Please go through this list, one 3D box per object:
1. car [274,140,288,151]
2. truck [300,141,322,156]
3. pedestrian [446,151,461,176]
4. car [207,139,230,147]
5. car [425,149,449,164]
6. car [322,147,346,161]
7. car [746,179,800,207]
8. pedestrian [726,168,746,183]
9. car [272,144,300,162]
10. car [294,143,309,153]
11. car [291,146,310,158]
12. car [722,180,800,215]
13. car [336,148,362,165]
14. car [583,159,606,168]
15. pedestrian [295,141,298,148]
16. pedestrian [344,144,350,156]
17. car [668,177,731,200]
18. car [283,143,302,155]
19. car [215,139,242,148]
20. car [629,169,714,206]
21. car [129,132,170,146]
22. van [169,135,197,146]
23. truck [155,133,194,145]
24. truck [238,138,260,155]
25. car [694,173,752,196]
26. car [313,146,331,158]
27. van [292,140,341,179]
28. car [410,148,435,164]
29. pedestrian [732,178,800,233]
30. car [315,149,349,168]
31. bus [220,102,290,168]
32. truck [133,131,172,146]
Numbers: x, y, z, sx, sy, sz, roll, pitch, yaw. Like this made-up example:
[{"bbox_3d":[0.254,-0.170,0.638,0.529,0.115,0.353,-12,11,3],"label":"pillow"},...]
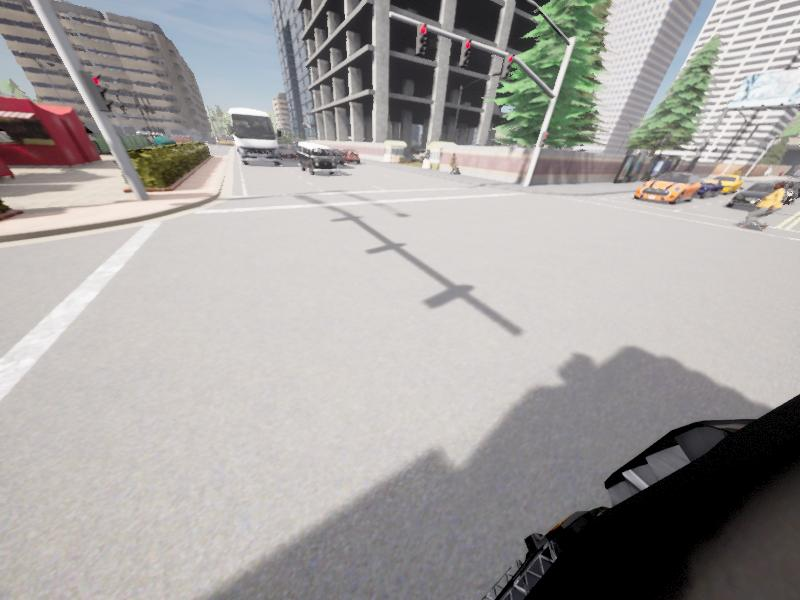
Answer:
[{"bbox_3d":[-27.517,-35.572,53.181,1.932,1.855,4.605,-16,38,-26],"label":"car"},{"bbox_3d":[-17.196,-29.203,44.502,2.390,2.098,6.274,-16,38,-26],"label":"truck"},{"bbox_3d":[4.807,-12.356,20.925,0.751,1.860,0.751,-8,35,-16],"label":"pedestrian"},{"bbox_3d":[-48.781,-42.177,61.988,4.514,1.525,2.007,-20,40,-30],"label":"car"},{"bbox_3d":[6.063,-23.819,38.358,1.905,1.878,3.866,-16,38,-26],"label":"car"},{"bbox_3d":[-9.906,-21.749,34.412,1.882,1.535,5.008,-16,38,-26],"label":"car"},{"bbox_3d":[28.854,-8.203,17.510,4.892,1.490,1.837,-16,38,-26],"label":"car"},{"bbox_3d":[48.953,-18.200,33.670,0.751,1.860,0.751,-14,37,-24],"label":"pedestrian"},{"bbox_3d":[-14.501,-18.658,29.276,2.152,1.651,5.027,-16,38,-26],"label":"car"},{"bbox_3d":[-21.751,-33.502,50.997,1.930,1.638,5.238,-16,38,-26],"label":"car"},{"bbox_3d":[-16.197,-24.058,37.496,1.994,1.385,4.181,-16,38,-26],"label":"car"},{"bbox_3d":[22.611,-6.467,14.351,4.892,1.490,1.837,-16,38,-26],"label":"car"},{"bbox_3d":[-6.578,-18.499,29.741,1.851,1.617,3.988,-16,38,-26],"label":"car"},{"bbox_3d":[57.055,-40.173,67.870,2.097,1.767,4.553,-15,38,-26],"label":"car"},{"bbox_3d":[-36.680,-55.172,81.834,0.751,1.860,0.751,-14,37,-25],"label":"pedestrian"},{"bbox_3d":[-10.026,-28.446,43.883,0.751,1.860,0.751,-16,38,-26],"label":"pedestrian"},{"bbox_3d":[23.905,-8.979,18.428,4.718,1.301,1.895,-16,38,-26],"label":"car"},{"bbox_3d":[-19.827,-27.754,42.520,2.152,1.651,5.027,-16,38,-26],"label":"car"},{"bbox_3d":[-44.785,-41.073,60.592,5.366,1.575,1.801,-16,38,-26],"label":"car"},{"bbox_3d":[17.851,-7.501,15.224,4.553,1.767,2.097,-15,38,-26],"label":"car"},{"bbox_3d":[-46.573,-29.947,43.086,4.605,1.855,1.932,-16,38,-26],"label":"car"},{"bbox_3d":[-52.804,-39.005,56.375,4.442,1.987,1.775,-16,38,-26],"label":"van"},{"bbox_3d":[-56.334,-40.298,57.911,6.274,2.098,2.390,-16,38,-26],"label":"truck"},{"bbox_3d":[-24.531,-24.939,37.438,2.390,2.098,6.274,-16,38,-26],"label":"truck"},{"bbox_3d":[29.915,-10.746,21.395,5.008,1.535,1.882,-16,38,-26],"label":"car"},{"bbox_3d":[-13.304,-25.121,39.182,1.789,1.549,3.705,-16,38,-26],"label":"car"},{"bbox_3d":[-6.565,-10.974,17.979,2.069,2.038,4.480,-19,42,-30],"label":"van"},{"bbox_3d":[3.517,-23.110,37.067,1.905,1.878,3.866,-16,38,-26],"label":"car"},{"bbox_3d":[14.425,-3.698,9.069,0.751,1.860,0.751,-19,39,-30],"label":"pedestrian"},{"bbox_3d":[-7.567,-15.584,25.347,2.128,1.511,4.902,-16,38,-26],"label":"car"},{"bbox_3d":[-14.367,-15.974,22.865,3.944,4.253,10.273,-16,38,-26],"label":"bus"},{"bbox_3d":[-48.070,-31.455,45.056,4.478,2.038,2.069,-16,38,-26],"label":"truck"}]
